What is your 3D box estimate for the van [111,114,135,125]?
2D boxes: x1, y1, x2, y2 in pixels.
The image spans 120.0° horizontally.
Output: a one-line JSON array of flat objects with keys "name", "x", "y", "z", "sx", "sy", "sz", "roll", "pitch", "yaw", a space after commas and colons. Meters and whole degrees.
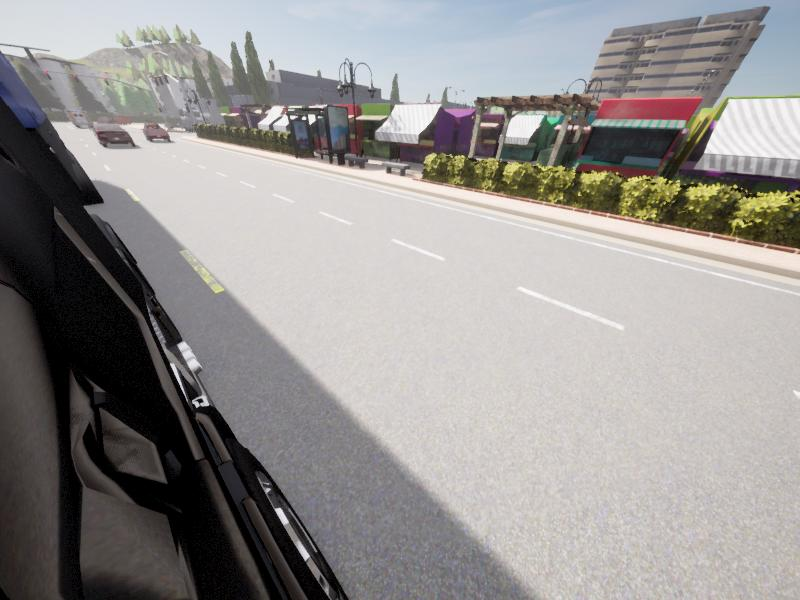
[{"name": "van", "x": -68.257, "y": -44.470, "z": 57.072, "sx": 1.775, "sy": 1.987, "sz": 4.442, "roll": -11, "pitch": 39, "yaw": -18}]

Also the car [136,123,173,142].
[{"name": "car", "x": -25.604, "y": -17.490, "z": 24.111, "sx": 3.633, "sy": 1.501, "sz": 1.845, "roll": 31, "pitch": 45, "yaw": 33}]

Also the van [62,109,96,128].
[{"name": "van", "x": -57.488, "y": -32.485, "z": 41.376, "sx": 6.366, "sy": 2.431, "sz": 2.351, "roll": 28, "pitch": 44, "yaw": 30}]

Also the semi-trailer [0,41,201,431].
[{"name": "semi-trailer", "x": -8.683, "y": -3.618, "z": 4.239, "sx": 14.254, "sy": 4.402, "sz": 2.717, "roll": 28, "pitch": 44, "yaw": 30}]

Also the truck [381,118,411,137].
[{"name": "truck", "x": -1.091, "y": -46.407, "z": 62.377, "sx": 2.891, "sy": 3.827, "sz": 8.468, "roll": 30, "pitch": 44, "yaw": 31}]

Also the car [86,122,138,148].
[{"name": "car", "x": -24.005, "y": -13.763, "z": 19.228, "sx": 5.008, "sy": 1.535, "sz": 1.882, "roll": 29, "pitch": 44, "yaw": 30}]

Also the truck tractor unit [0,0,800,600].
[{"name": "truck tractor unit", "x": -2.645, "y": -0.295, "z": 0.351, "sx": 6.516, "sy": 4.208, "sz": 3.053, "roll": 28, "pitch": 44, "yaw": 30}]

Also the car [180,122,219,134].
[{"name": "car", "x": -35.185, "y": -30.311, "z": 40.636, "sx": 2.007, "sy": 1.525, "sz": 4.514, "roll": 30, "pitch": 45, "yaw": 32}]
